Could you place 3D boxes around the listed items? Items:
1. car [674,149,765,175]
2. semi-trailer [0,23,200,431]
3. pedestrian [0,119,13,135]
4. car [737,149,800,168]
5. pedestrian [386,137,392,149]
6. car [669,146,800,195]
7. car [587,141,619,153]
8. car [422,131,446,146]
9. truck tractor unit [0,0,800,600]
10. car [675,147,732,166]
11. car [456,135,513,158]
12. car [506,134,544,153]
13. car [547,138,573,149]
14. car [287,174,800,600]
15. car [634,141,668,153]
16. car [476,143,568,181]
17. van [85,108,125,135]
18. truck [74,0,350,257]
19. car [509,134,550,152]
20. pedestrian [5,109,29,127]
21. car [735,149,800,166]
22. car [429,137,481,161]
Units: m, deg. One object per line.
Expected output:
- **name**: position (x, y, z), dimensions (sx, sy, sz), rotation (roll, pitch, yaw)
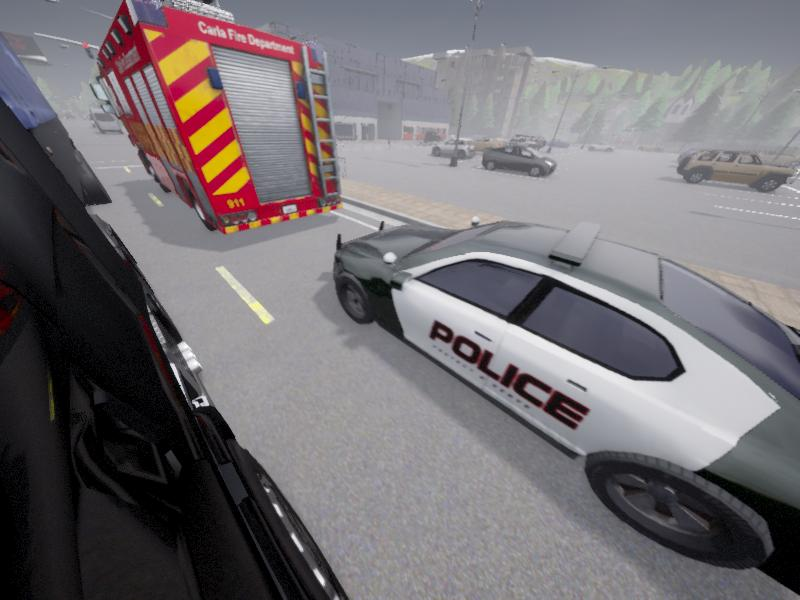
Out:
- **car**: position (28.511, -12.574, 20.931), dimensions (4.514, 1.523, 2.007), rotation (30, 45, 31)
- **semi-trailer**: position (-8.604, -3.673, 4.310), dimensions (14.254, 4.402, 2.717), rotation (29, 44, 31)
- **pedestrian**: position (-36.641, -16.101, 20.898), dimensions (0.751, 1.860, 0.751), rotation (21, 41, 23)
- **car**: position (48.861, -18.554, 30.236), dimensions (5.027, 1.636, 2.152), rotation (30, 45, 31)
- **pedestrian**: position (-1.296, -18.722, 27.561), dimensions (0.500, 1.100, 0.500), rotation (30, 45, 31)
- **car**: position (19.646, -7.739, 13.600), dimensions (4.605, 1.855, 1.932), rotation (30, 45, 31)
- **car**: position (35.118, -26.515, 40.043), dimensions (3.806, 1.475, 1.970), rotation (30, 45, 31)
- **car**: position (5.664, -26.987, 38.634), dimensions (1.905, 1.878, 3.866), rotation (30, 45, 31)
- **truck tractor unit**: position (-2.645, -0.295, 0.351), dimensions (6.516, 4.208, 3.053), rotation (28, 44, 30)
- **car**: position (35.236, -16.789, 27.003), dimensions (3.633, 1.501, 1.845), rotation (30, 45, 31)
- **car**: position (8.858, -16.425, 24.563), dimensions (5.027, 1.636, 2.152), rotation (30, 45, 31)
- **car**: position (17.432, -21.928, 32.303), dimensions (3.866, 1.878, 1.905), rotation (30, 45, 31)
- **car**: position (31.613, -30.949, 45.700), dimensions (3.633, 1.501, 1.845), rotation (30, 45, 31)
- **car**: position (1.135, -0.081, 2.556), dimensions (4.974, 1.542, 2.038), rotation (30, 45, 31)
- **car**: position (53.481, -32.697, 49.312), dimensions (4.605, 1.855, 1.932), rotation (29, 44, 31)
- **car**: position (7.566, -8.885, 14.691), dimensions (4.514, 1.523, 2.007), rotation (30, 45, 31)
- **van**: position (-38.587, -23.408, 30.228), dimensions (5.915, 2.561, 1.988), rotation (30, 45, 31)
- **truck**: position (-5.413, -4.804, 6.513), dimensions (8.468, 3.827, 2.891), rotation (30, 45, 31)
- **car**: position (19.072, -23.323, 34.297), dimensions (4.605, 1.855, 1.932), rotation (30, 45, 31)
- **pedestrian**: position (-51.882, -24.664, 31.321), dimensions (0.751, 1.860, 0.751), rotation (32, 46, 33)
- **car**: position (50.923, -19.904, 32.178), dimensions (4.514, 1.523, 2.007), rotation (30, 45, 31)
- **car**: position (4.796, -13.495, 20.538), dimensions (3.806, 1.475, 1.970), rotation (30, 45, 31)
